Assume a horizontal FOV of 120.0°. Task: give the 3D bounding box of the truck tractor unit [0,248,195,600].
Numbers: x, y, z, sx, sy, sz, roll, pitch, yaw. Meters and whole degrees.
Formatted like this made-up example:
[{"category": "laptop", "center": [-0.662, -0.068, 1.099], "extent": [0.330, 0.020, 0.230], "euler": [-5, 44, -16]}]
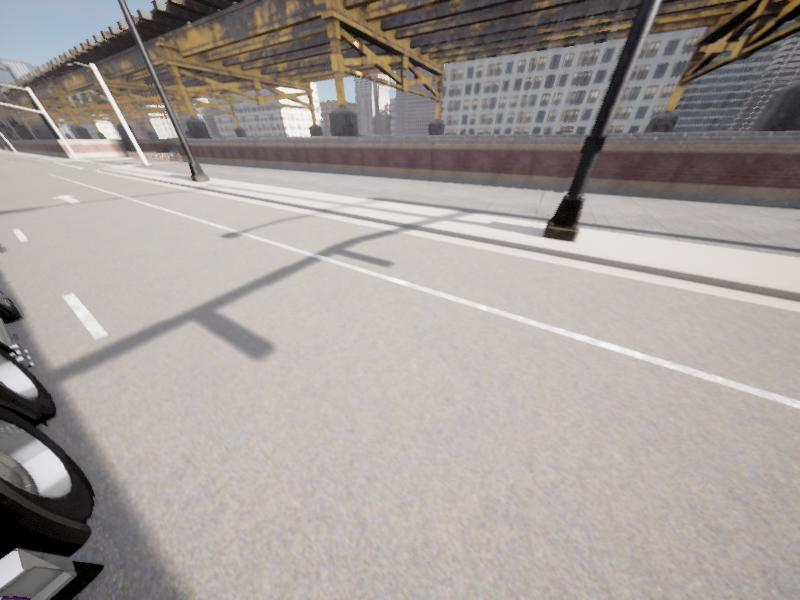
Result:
[{"category": "truck tractor unit", "center": [-5.087, -0.323, 0.816], "extent": [6.516, 4.208, 3.053], "euler": [19, 40, 25]}]
